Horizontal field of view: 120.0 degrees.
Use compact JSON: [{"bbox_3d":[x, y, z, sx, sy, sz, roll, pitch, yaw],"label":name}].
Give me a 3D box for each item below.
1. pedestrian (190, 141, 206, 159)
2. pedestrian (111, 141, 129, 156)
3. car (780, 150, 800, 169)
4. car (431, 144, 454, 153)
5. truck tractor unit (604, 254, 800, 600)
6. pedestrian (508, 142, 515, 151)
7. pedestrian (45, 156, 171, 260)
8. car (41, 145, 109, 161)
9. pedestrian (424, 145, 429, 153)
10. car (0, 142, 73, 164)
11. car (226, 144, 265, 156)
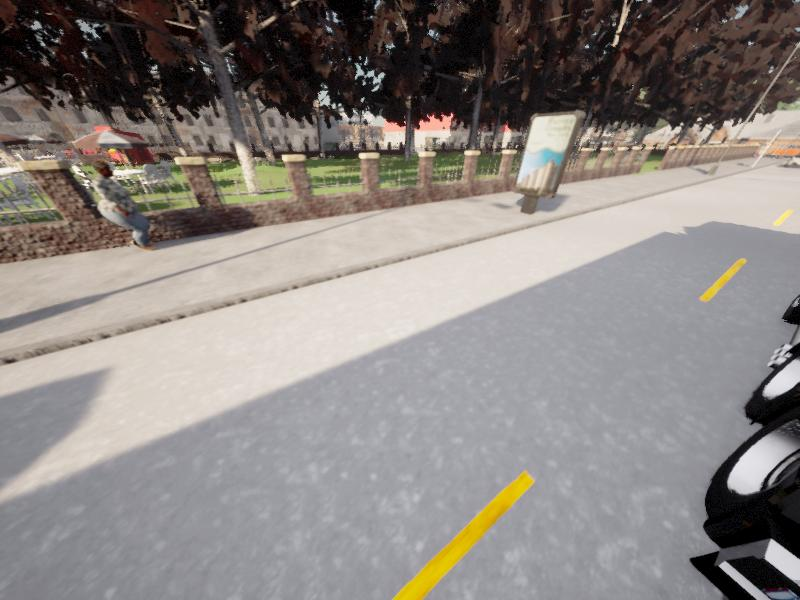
[{"bbox_3d":[-26.399,-19.631,30.219,0.751,1.860,0.751,-9,36,-14],"label":"pedestrian"},{"bbox_3d":[-40.542,-21.971,33.485,0.751,1.860,0.751,-11,36,-16],"label":"pedestrian"},{"bbox_3d":[42.614,-14.866,24.389,3.633,1.501,1.845,-20,40,-27],"label":"car"},{"bbox_3d":[9.390,-33.590,51.100,4.514,1.525,2.007,-19,39,-25],"label":"car"},{"bbox_3d":[5.089,-0.322,0.809,6.516,4.208,3.053,-19,39,-25],"label":"truck tractor unit"},{"bbox_3d":[26.485,-36.497,54.895,0.751,1.860,0.751,-19,39,-25],"label":"pedestrian"},{"bbox_3d":[-5.909,-1.925,4.883,0.751,1.860,0.751,-19,39,-25],"label":"pedestrian"},{"bbox_3d":[-41.219,-18.851,29.503,4.514,1.525,2.007,-19,39,-25],"label":"car"},{"bbox_3d":[5.101,-28.870,44.247,0.751,1.300,0.751,17,38,22],"label":"pedestrian"},{"bbox_3d":[-41.013,-16.470,25.773,4.605,1.855,1.932,-19,39,-25],"label":"car"},{"bbox_3d":[-25.104,-24.395,37.618,4.902,1.511,2.128,-19,39,-25],"label":"car"}]
